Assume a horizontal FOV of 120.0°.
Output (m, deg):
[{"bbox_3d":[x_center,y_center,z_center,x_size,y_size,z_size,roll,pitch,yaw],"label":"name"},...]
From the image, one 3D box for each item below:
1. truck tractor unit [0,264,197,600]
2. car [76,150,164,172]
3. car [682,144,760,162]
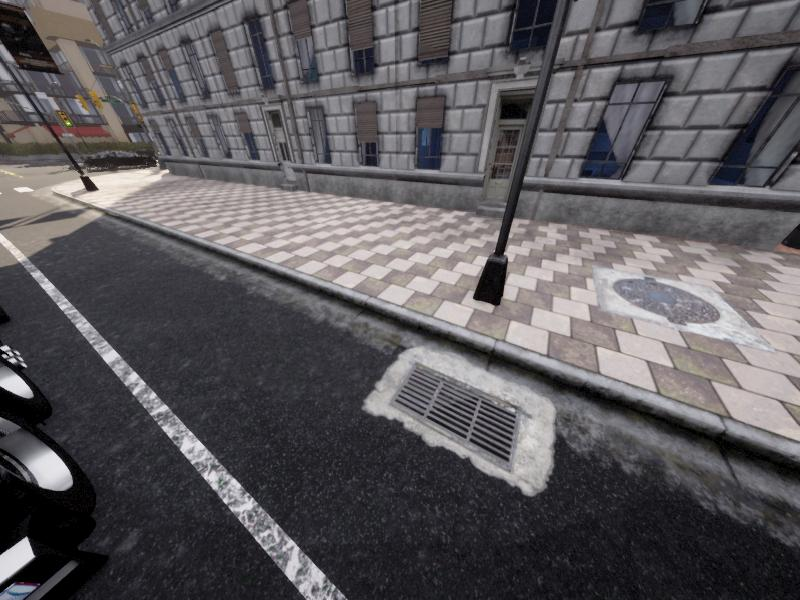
[{"bbox_3d":[-5.111,-0.300,0.778,6.516,4.208,3.053,18,39,24],"label":"truck tractor unit"},{"bbox_3d":[-26.640,-13.496,22.246,2.128,1.511,4.902,18,39,24],"label":"car"},{"bbox_3d":[38.634,-17.912,27.989,1.930,1.638,5.238,-23,41,-29],"label":"car"}]
